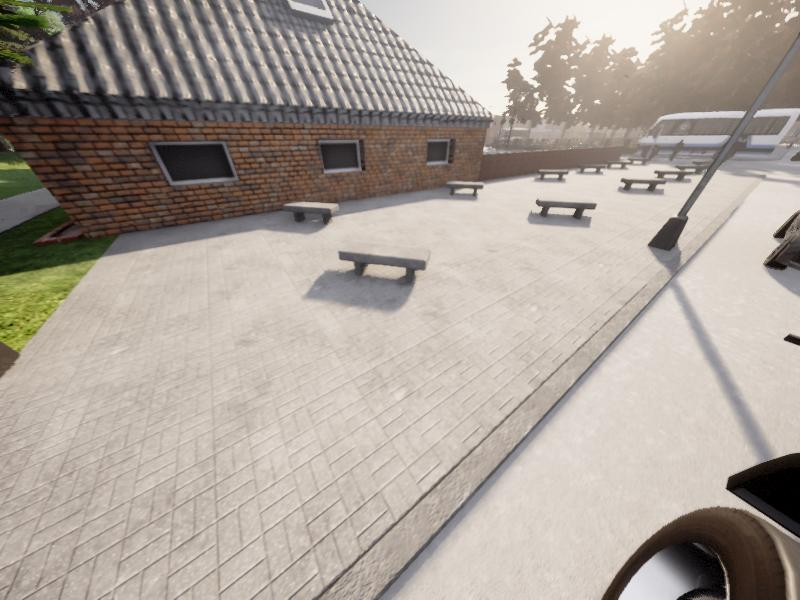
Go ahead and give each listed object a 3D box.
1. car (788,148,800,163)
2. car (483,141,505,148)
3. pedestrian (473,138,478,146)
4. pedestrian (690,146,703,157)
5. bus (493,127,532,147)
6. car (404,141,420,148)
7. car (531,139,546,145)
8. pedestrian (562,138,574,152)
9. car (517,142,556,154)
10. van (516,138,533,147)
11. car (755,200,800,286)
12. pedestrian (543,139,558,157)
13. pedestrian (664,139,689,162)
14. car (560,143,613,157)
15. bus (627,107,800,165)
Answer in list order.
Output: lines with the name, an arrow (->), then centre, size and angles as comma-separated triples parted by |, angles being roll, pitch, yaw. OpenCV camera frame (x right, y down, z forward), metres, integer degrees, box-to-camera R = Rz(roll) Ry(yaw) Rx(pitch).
car -> 41.971, -14.964, 23.194 | 3.866, 1.878, 1.905 | -17, 39, -22
car -> 23.651, -39.090, 57.943 | 5.357, 1.411, 2.033 | -21, 40, -27
pedestrian -> 20.986, -44.140, 64.476 | 0.751, 1.860, 0.751 | -22, 41, -28
pedestrian -> 36.867, -18.502, 28.708 | 0.500, 1.100, 0.500 | -28, 44, -33
bus -> 31.963, -46.255, 65.569 | 10.273, 4.253, 3.944 | -21, 40, -27
car -> 3.086, -40.760, 60.534 | 1.895, 1.301, 4.718 | -23, 41, -28
car -> 43.978, -50.144, 73.429 | 4.674, 1.442, 1.812 | -22, 41, -28
pedestrian -> 28.130, -25.939, 38.646 | 0.751, 1.860, 0.751 | -22, 41, -28
car -> 22.319, -25.164, 38.089 | 1.882, 1.535, 5.008 | -22, 41, -28
van -> 34.391, -43.490, 63.592 | 4.442, 1.987, 1.775 | -24, 41, -29
car -> 9.550, -1.418, 4.406 | 4.611, 1.667, 2.242 | -22, 41, -28
pedestrian -> 18.880, -19.136, 29.067 | 0.751, 1.860, 0.751 | -20, 40, -26
pedestrian -> 27.311, -14.795, 22.842 | 0.751, 1.860, 0.751 | 24, 42, 31
car -> 26.534, -21.593, 33.125 | 2.033, 1.411, 5.357 | -22, 40, -27
bus -> 32.221, -17.354, 24.605 | 10.273, 4.253, 3.944 | 29, 45, 35
